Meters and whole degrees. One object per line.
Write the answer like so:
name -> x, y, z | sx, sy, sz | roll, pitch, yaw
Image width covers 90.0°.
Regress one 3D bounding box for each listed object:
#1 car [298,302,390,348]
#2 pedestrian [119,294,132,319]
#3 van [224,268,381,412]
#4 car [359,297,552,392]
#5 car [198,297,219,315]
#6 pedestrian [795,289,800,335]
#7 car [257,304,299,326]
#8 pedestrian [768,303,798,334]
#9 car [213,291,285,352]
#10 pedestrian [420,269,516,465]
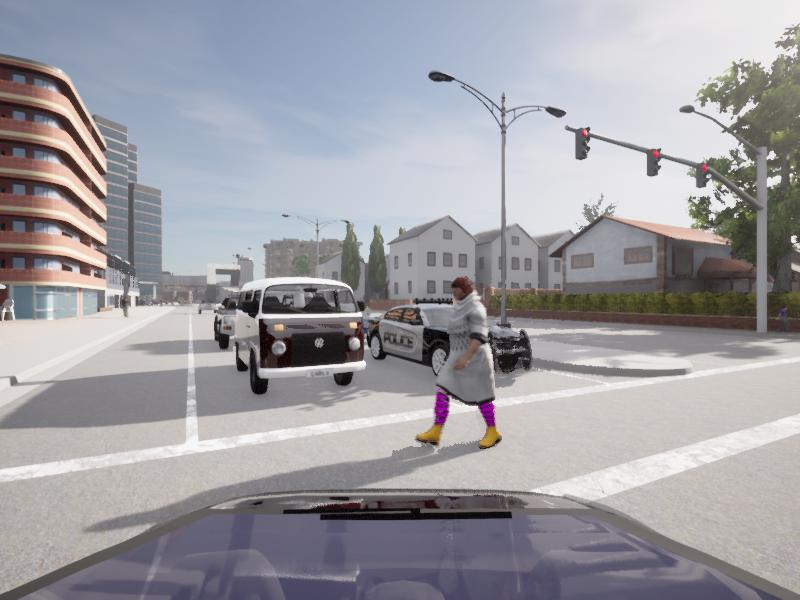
car -> -2.416, 0.851, 15.947 | 2.163, 1.488, 4.792 | 0, 0, -28
pedestrian -> -20.935, 0.485, 30.522 | 0.751, 1.860, 0.751 | 0, 0, -30
van -> -2.275, 0.571, 8.144 | 2.069, 2.038, 4.480 | 0, 0, -28
car -> 0.898, 0.771, 9.701 | 1.930, 1.638, 5.238 | 0, 0, -28
car -> -21.173, 0.656, 44.179 | 1.932, 1.855, 4.605 | 0, -1, -27
pedestrian -> 16.775, 0.491, 16.285 | 0.751, 1.860, 0.751 | 0, 0, -17
car -> -8.424, 0.944, 27.403 | 1.895, 1.301, 4.718 | 0, 0, -28
pedestrian -> 16.546, 0.773, 17.279 | 0.751, 1.300, 0.751 | 0, 0, -28
car -> -5.661, 0.652, 14.604 | 1.932, 1.855, 4.605 | 0, 0, -28
pedestrian -> 0.695, 0.637, 4.268 | 0.751, 1.860, 0.751 | 0, 0, -18
